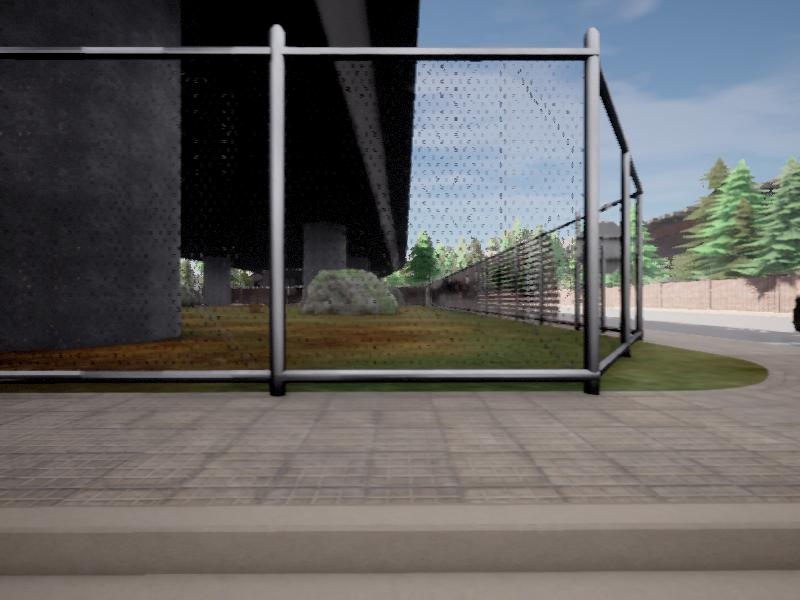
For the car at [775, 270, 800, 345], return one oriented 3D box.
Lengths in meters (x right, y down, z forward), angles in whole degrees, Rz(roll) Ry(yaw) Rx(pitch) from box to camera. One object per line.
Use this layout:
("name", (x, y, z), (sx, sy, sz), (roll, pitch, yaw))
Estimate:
("car", (9.652, 0.160, 6.637), (1.930, 1.638, 5.238), (0, 0, -1))
